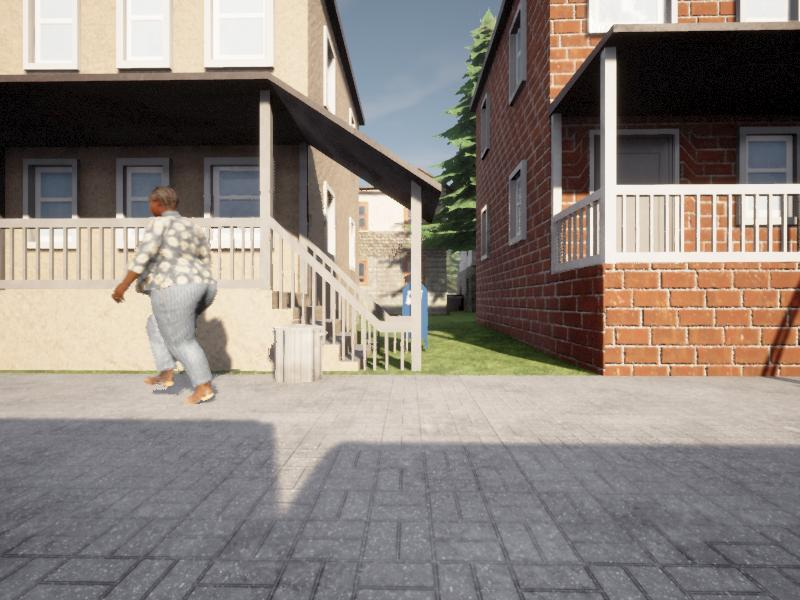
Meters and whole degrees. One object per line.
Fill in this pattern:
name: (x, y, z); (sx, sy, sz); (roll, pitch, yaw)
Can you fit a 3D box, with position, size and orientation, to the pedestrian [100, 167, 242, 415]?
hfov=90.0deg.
pedestrian: (-1.912, -0.067, 3.431); (0.751, 1.860, 0.751); (0, 0, 9)
